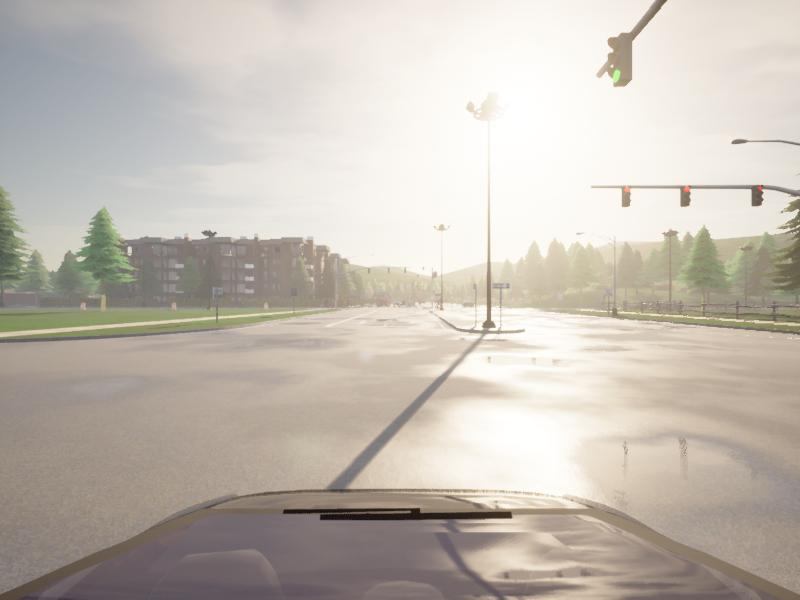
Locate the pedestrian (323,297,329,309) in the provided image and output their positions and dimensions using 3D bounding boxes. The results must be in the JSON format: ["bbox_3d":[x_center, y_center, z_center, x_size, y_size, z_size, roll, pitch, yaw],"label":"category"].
[{"bbox_3d":[-11.548,0.485,62.522,0.751,1.860,0.751,0,0,12],"label":"pedestrian"}]

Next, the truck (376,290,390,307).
[{"bbox_3d":[-4.019,-0.320,97.032,2.891,3.827,8.468,0,0,1],"label":"truck"}]
